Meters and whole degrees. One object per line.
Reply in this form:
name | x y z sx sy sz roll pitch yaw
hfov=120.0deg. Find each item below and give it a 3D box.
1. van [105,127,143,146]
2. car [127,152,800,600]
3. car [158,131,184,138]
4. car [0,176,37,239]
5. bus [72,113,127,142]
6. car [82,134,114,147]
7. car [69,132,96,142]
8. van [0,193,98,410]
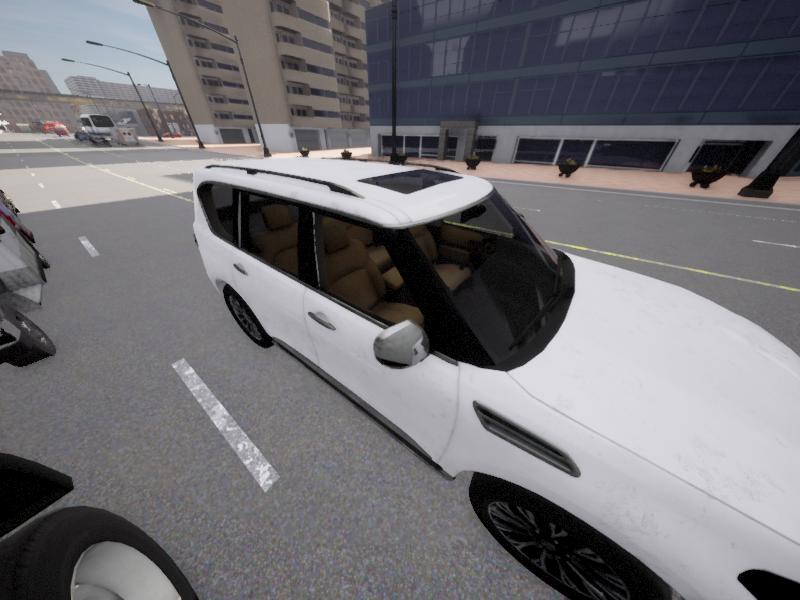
van | -48.160 -28.520 40.312 6.366 2.431 2.351 24 42 27
car | -0.019 -0.211 2.438 5.566 2.045 2.150 23 41 28
car | -67.139 -48.567 67.798 2.242 1.667 4.611 24 42 29
car | -12.930 -2.858 6.572 4.902 1.511 2.128 23 41 28
bus | -60.715 -34.810 46.665 10.273 4.253 3.944 24 41 27
car | -49.651 -26.232 37.960 4.902 1.511 2.128 24 42 27
car | -60.348 -31.028 43.927 5.357 1.411 2.033 24 41 27
van | -6.906 -0.729 2.807 6.366 2.431 2.351 22 41 28
